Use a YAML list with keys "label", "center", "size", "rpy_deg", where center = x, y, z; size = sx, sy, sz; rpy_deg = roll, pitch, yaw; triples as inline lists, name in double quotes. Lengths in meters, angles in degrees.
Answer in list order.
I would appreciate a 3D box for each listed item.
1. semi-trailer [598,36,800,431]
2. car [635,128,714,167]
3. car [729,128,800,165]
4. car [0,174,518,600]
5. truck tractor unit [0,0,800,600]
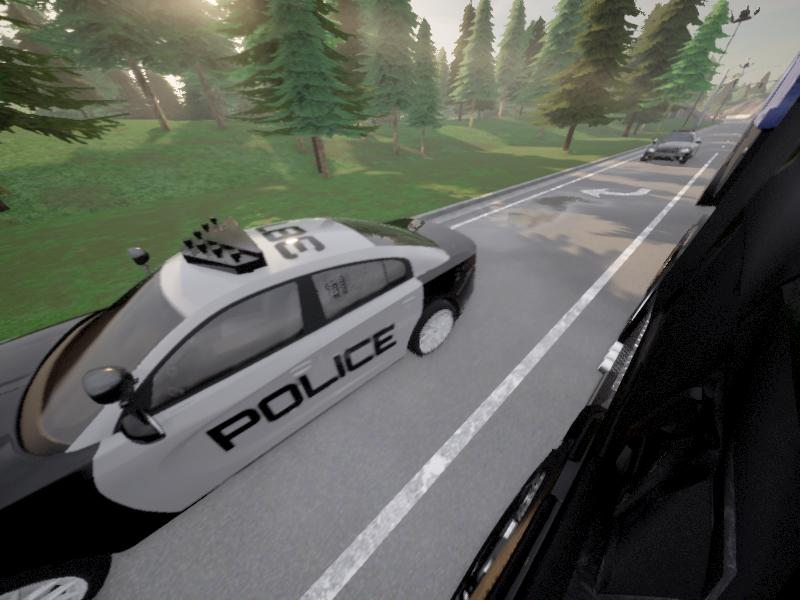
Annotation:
- label: "semi-trailer"
  center: [8.695, -3.587, 4.259]
  size: [14.254, 4.402, 2.717]
  rpy_deg: [-28, 43, -30]
- label: "car"
  center: [16.398, -9.179, 13.785]
  size: [4.974, 1.542, 2.038]
  rpy_deg: [-28, 43, -30]
- label: "car"
  center: [20.626, -8.641, 12.910]
  size: [4.181, 1.385, 1.994]
  rpy_deg: [-28, 43, -30]
- label: "car"
  center: [-1.387, 0.195, 2.141]
  size: [5.238, 1.638, 1.930]
  rpy_deg: [-28, 43, -30]
- label: "truck tractor unit"
  center: [2.645, -0.295, 0.351]
  size: [6.516, 4.208, 3.053]
  rpy_deg: [-28, 44, -30]
